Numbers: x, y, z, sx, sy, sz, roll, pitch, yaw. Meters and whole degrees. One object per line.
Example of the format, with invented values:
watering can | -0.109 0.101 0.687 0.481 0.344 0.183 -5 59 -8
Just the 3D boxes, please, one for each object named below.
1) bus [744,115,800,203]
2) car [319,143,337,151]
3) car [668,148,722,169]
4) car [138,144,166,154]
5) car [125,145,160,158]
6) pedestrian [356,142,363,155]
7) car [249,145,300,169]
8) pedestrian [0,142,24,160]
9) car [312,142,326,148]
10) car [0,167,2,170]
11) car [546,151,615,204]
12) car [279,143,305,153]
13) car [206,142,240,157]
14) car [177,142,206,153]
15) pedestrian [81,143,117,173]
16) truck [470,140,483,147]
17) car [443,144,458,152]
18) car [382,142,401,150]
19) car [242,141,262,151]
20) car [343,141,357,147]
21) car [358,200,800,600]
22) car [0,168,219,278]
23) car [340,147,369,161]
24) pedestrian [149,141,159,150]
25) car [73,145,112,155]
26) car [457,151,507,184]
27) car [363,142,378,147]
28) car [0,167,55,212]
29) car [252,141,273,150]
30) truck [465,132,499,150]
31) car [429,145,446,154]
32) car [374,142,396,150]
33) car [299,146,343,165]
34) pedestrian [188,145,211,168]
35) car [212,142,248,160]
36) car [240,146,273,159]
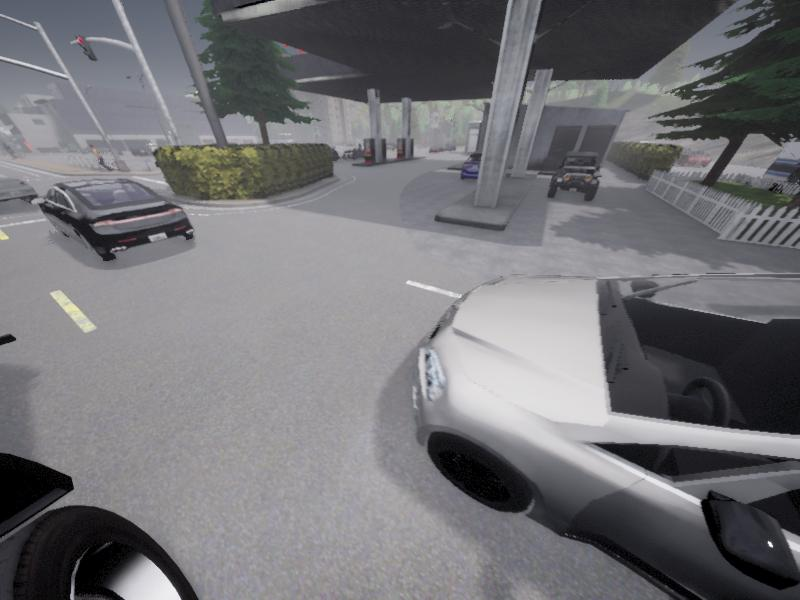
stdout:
bus | 19.908 -5.447 8.323 3.944 4.253 10.273 19 39 25
car | -16.384 -34.884 52.665 3.633 1.501 1.845 18 39 24
car | 30.571 -14.882 24.180 2.007 1.525 4.514 18 39 25
car | -44.635 -27.211 41.609 3.806 1.475 1.970 18 39 24
car | -40.342 -23.335 36.163 4.514 1.523 2.007 18 39 24
pedestrian | -6.911 -25.858 39.403 0.751 1.860 0.751 18 39 24
car | -12.902 -14.927 24.054 1.905 1.878 3.866 18 39 24
pedestrian | -48.989 -18.764 29.035 0.751 1.860 0.751 -3 35 -4
car | -24.908 -47.511 70.861 3.633 1.501 1.845 18 39 24
car | -39.752 -13.002 21.276 5.027 1.651 2.152 18 39 24
car | 8.963 -6.389 11.784 1.905 1.878 3.866 18 39 24
car | -21.391 -29.943 45.568 4.514 1.523 2.007 18 39 24
car | -28.205 -24.113 36.890 4.605 1.855 1.932 18 39 24
car | -41.724 -30.559 46.257 5.027 1.636 2.152 18 39 24
pedestrian | -22.612 -10.682 17.405 0.751 1.860 0.751 -17 38 -23
truck | 26.512 -53.935 79.603 2.390 2.098 6.274 18 39 24
car | 11.560 -34.900 52.940 1.816 1.474 4.193 18 39 24
car | -2.319 -40.159 60.210 4.514 1.523 2.007 18 39 24
car | -35.360 -36.987 55.306 3.866 1.878 1.905 18 39 24
car | -18.280 -56.901 84.180 4.605 1.855 1.932 18 39 23
car | 2.327 0.778 1.384 4.611 1.667 2.242 21 40 27
car | -7.602 -2.348 6.095 4.902 1.511 2.128 19 39 23
car | -6.481 -21.091 33.221 1.970 1.475 3.806 18 39 24
pedestrian | -60.445 -37.841 56.688 0.751 1.860 0.751 20 40 26
car | -61.979 -30.358 46.624 1.816 1.474 4.193 18 39 24
car | 6.210 -10.016 17.276 2.242 1.667 4.611 18 39 24
car | -10.344 -54.206 80.638 4.792 1.488 2.163 18 39 24
car | -18.623 -4.756 9.796 4.674 1.442 1.812 2 35 2
car | -34.272 -38.532 57.551 4.605 1.855 1.932 18 39 24
truck | 23.104 -45.287 65.724 2.891 3.827 8.468 -27 43 -32
car | 7.744 -31.090 47.588 1.994 1.385 4.181 18 39 24
car | -3.834 -38.591 57.954 5.027 1.636 2.152 18 39 24
car | -9.658 -18.018 28.699 2.033 1.649 4.856 18 39 24
pedestrian | -19.042 -13.634 21.938 0.751 1.860 0.751 17 38 23
car | -23.014 -20.263 31.328 3.866 1.878 1.905 18 39 24
car | -20.830 -21.511 33.603 3.806 1.475 1.970 18 39 24
